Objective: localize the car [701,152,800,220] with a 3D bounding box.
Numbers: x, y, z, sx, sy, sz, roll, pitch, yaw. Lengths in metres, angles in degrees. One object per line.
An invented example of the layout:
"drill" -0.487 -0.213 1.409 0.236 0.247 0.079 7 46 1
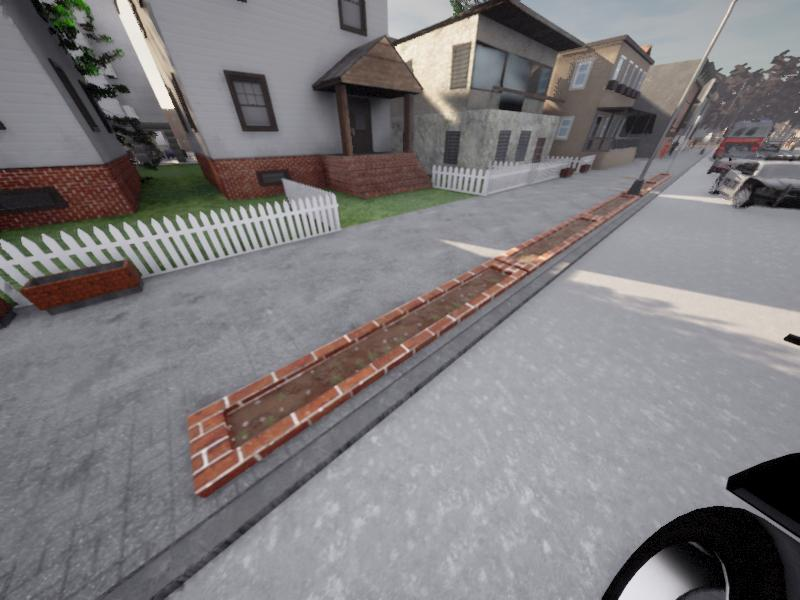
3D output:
"car" 14.258 -4.555 8.855 1.930 1.638 5.238 22 41 29

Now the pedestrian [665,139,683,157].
"pedestrian" 34.440 -19.179 29.059 0.751 1.860 0.751 26 43 32

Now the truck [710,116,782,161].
"truck" 40.484 -19.045 27.343 8.468 3.827 2.891 -26 43 -32

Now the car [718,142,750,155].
"car" 49.207 -22.406 34.088 4.792 1.488 2.163 -26 43 -32

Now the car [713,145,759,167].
"car" 31.229 -13.519 21.540 3.705 1.549 1.789 -26 43 -32

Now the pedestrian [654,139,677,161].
"pedestrian" 27.943 -15.814 24.328 0.751 1.860 0.751 -22 40 -27

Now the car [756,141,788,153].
"car" 60.945 -25.215 37.948 4.974 1.542 2.038 -26 43 -32

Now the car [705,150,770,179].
"car" 23.363 -9.546 16.114 4.181 1.385 1.994 -26 43 -32

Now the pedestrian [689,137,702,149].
"pedestrian" 57.626 -30.608 45.118 0.751 1.860 0.751 -24 42 -30
